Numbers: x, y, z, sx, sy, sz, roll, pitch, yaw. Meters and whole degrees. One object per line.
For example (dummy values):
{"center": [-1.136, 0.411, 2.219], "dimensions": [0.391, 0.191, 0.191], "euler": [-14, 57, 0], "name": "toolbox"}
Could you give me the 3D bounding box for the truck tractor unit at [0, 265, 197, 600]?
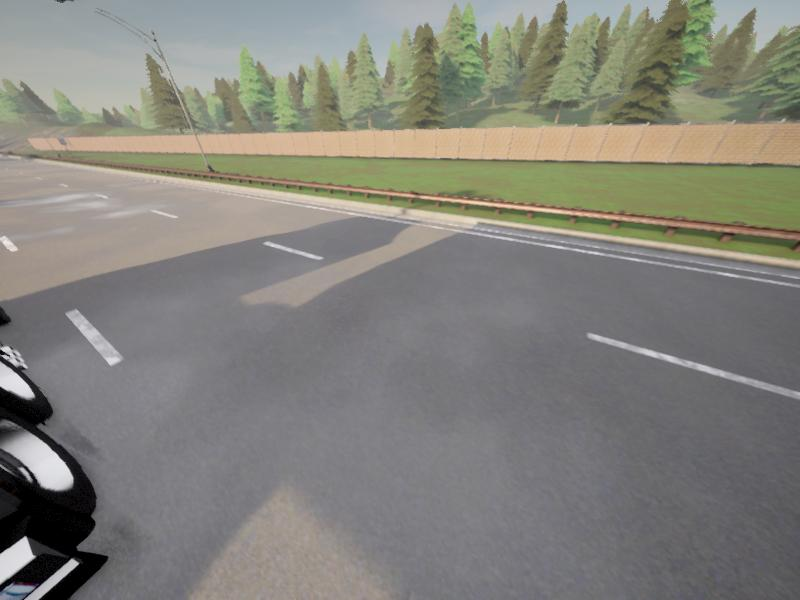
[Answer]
{"center": [-5.118, -0.290, 0.787], "dimensions": [6.516, 4.208, 3.053], "euler": [18, 39, 24], "name": "truck tractor unit"}
